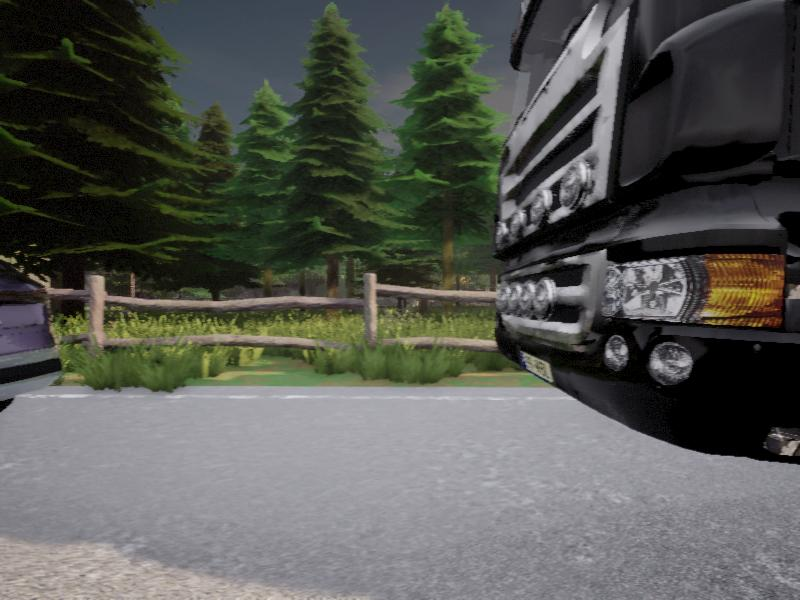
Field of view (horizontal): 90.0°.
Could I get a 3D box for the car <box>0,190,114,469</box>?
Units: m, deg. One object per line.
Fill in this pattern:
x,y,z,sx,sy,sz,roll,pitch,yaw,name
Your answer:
-4.790,0.176,2.269,4.856,1.649,2.033,0,0,-1,car

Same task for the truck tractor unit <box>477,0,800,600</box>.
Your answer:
3.973,-1.114,2.228,6.516,4.208,3.053,0,0,1,truck tractor unit
